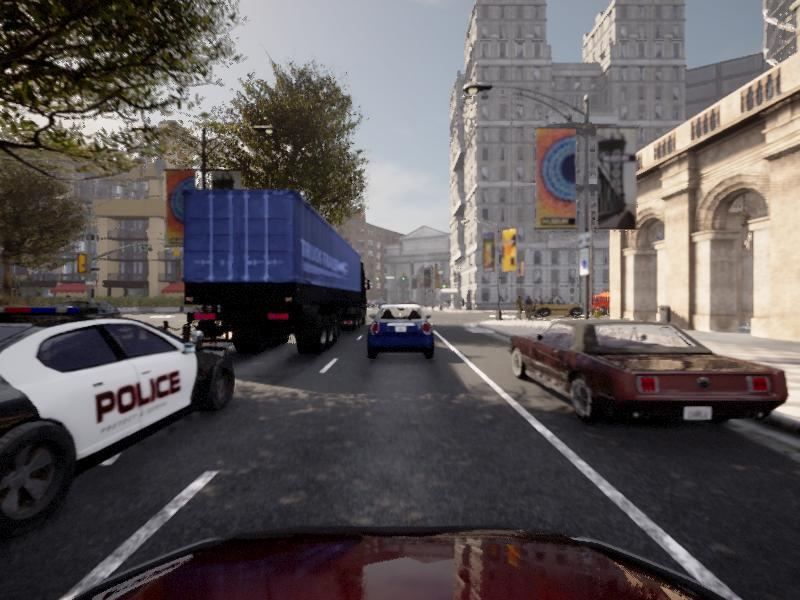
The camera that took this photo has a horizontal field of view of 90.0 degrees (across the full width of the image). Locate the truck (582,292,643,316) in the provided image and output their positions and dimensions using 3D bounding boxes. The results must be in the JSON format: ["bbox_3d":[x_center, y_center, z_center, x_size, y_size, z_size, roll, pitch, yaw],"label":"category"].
[{"bbox_3d":[23.080,0.437,43.624,5.204,2.467,2.627,0,0,-1],"label":"truck"}]

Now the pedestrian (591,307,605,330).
[{"bbox_3d":[9.816,0.902,19.871,0.500,1.100,0.500,0,0,12],"label":"pedestrian"}]

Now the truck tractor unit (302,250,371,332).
[{"bbox_3d":[-3.510,-0.479,23.887,3.053,4.208,6.516,0,0,0],"label":"truck tractor unit"}]

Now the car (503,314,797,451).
[{"bbox_3d":[3.257,0.951,6.596,1.895,1.301,4.718,0,0,0],"label":"car"}]

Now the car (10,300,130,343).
[{"bbox_3d":[-14.385,0.810,17.896,2.033,1.649,4.856,0,0,-10],"label":"car"}]

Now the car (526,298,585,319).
[{"bbox_3d":[14.168,0.720,36.536,4.605,1.855,1.932,0,0,-3],"label":"car"}]

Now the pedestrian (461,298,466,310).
[{"bbox_3d":[10.185,0.603,64.285,0.751,1.860,0.751,0,0,2],"label":"pedestrian"}]

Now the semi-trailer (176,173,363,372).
[{"bbox_3d":[-3.551,-0.587,15.976,2.717,4.402,14.254,0,0,0],"label":"semi-trailer"}]

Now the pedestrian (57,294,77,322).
[{"bbox_3d":[-22.594,0.535,27.149,0.751,1.860,0.751,0,0,6],"label":"pedestrian"}]

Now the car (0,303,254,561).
[{"bbox_3d":[-3.495,0.838,4.302,2.038,1.542,4.974,0,0,0],"label":"car"}]

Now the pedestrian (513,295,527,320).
[{"bbox_3d":[9.093,0.541,30.419,0.751,1.860,0.751,0,0,-15],"label":"pedestrian"}]

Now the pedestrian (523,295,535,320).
[{"bbox_3d":[9.677,0.541,30.110,0.751,1.860,0.751,0,0,8],"label":"pedestrian"}]

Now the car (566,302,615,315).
[{"bbox_3d":[22.378,0.932,47.112,4.892,1.490,1.837,0,0,0],"label":"car"}]

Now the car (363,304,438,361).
[{"bbox_3d":[0.019,0.877,12.474,1.970,1.475,3.806,0,0,0],"label":"car"}]
